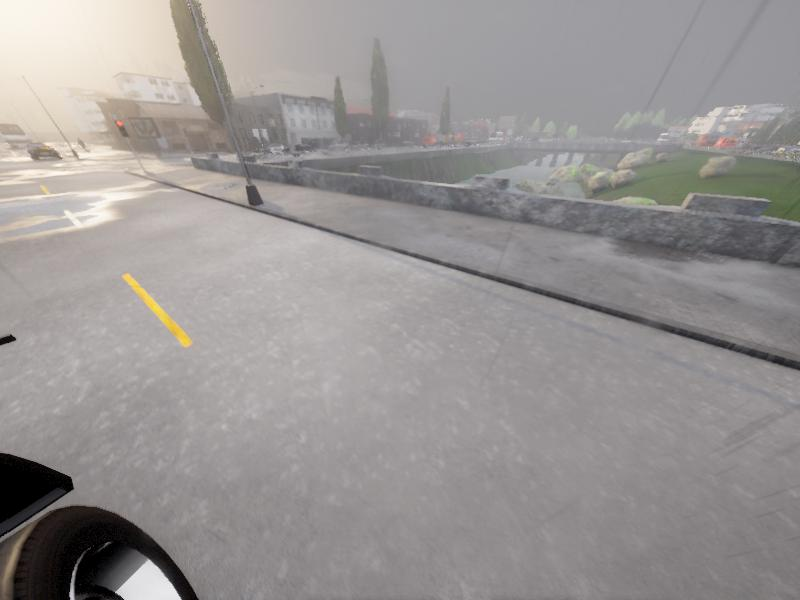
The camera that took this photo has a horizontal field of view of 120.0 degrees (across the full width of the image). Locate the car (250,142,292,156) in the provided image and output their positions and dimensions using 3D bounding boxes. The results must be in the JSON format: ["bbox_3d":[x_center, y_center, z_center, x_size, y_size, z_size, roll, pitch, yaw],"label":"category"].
[{"bbox_3d":[-19.354,-22.926,34.964,2.038,1.542,4.974,23,41,28],"label":"car"}]

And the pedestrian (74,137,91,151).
[{"bbox_3d":[-52.396,-25.666,38.092,0.751,1.860,0.751,20,40,25],"label":"pedestrian"}]

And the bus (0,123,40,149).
[{"bbox_3d":[-83.412,-35.481,49.923,10.273,4.253,3.944,22,41,28],"label":"bus"}]

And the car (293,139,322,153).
[{"bbox_3d":[-15.636,-26.131,39.226,1.905,1.878,3.866,22,41,28],"label":"car"}]

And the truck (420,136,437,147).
[{"bbox_3d":[8.327,-45.927,66.986,2.627,2.467,5.204,22,41,28],"label":"truck"}]

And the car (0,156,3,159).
[{"bbox_3d":[-47.872,-17.082,26.392,3.988,1.617,1.851,22,41,28],"label":"car"}]

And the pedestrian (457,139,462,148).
[{"bbox_3d":[14.663,-38.335,56.573,0.751,1.860,0.751,20,40,26],"label":"pedestrian"}]

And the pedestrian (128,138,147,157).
[{"bbox_3d":[-32.390,-18.825,28.523,0.751,1.860,0.751,-23,41,-29],"label":"pedestrian"}]

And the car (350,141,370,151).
[{"bbox_3d":[-8.240,-32.066,47.948,1.851,1.617,3.988,22,41,28],"label":"car"}]

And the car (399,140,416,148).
[{"bbox_3d":[1.925,-40.367,59.771,1.930,1.638,5.238,22,41,28],"label":"car"}]

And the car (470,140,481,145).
[{"bbox_3d":[27.628,-57.305,84.038,2.038,1.542,4.974,22,41,28],"label":"car"}]

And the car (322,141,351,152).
[{"bbox_3d":[-11.907,-29.070,43.657,2.152,1.651,5.027,22,41,28],"label":"car"}]

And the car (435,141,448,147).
[{"bbox_3d":[11.826,-44.375,65.667,1.816,1.474,4.193,22,41,28],"label":"car"}]

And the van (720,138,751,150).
[{"bbox_3d":[87.805,-40.952,60.558,2.351,2.431,6.366,22,41,28],"label":"van"}]

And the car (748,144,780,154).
[{"bbox_3d":[67.565,-28.109,42.938,1.789,1.549,3.705,22,41,28],"label":"car"}]

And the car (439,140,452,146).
[{"bbox_3d":[14.673,-50.709,74.659,1.837,1.490,4.892,22,41,28],"label":"car"}]

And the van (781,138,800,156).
[{"bbox_3d":[69.455,-25.997,39.203,2.351,2.431,6.366,22,41,28],"label":"van"}]

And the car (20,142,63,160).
[{"bbox_3d":[-42.474,-17.696,27.369,4.974,1.542,2.038,22,41,28],"label":"car"}]

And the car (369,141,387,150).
[{"bbox_3d":[-4.823,-34.852,51.926,1.851,1.617,3.988,22,41,28],"label":"car"}]

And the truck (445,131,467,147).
[{"bbox_3d":[17.305,-49.792,71.357,2.891,3.827,8.468,22,41,28],"label":"truck"}]

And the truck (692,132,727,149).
[{"bbox_3d":[87.423,-45.220,65.398,2.891,3.827,8.468,22,41,28],"label":"truck"}]
